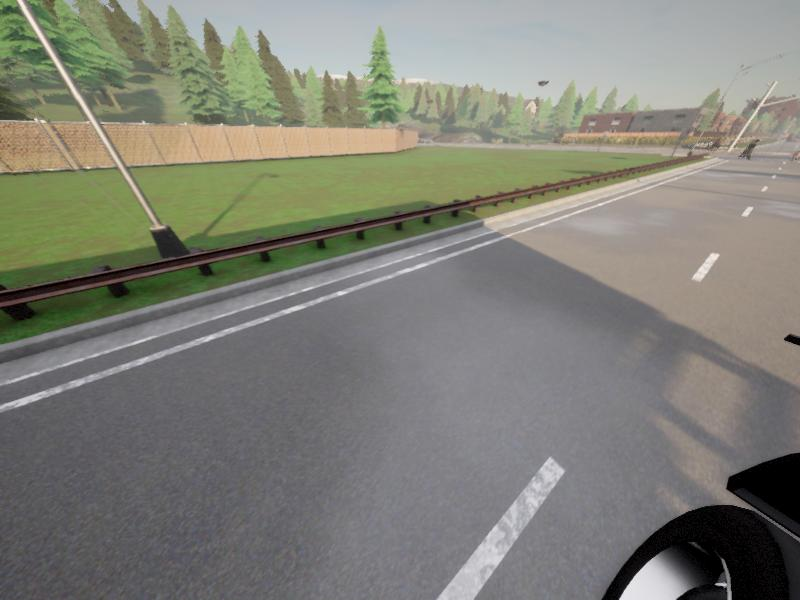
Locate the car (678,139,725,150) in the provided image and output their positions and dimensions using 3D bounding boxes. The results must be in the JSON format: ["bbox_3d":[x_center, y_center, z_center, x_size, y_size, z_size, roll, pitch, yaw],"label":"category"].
[{"bbox_3d":[55.888,-28.916,42.940,2.038,1.542,4.974,-22,40,-27],"label":"car"}]

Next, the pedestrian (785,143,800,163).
[{"bbox_3d":[38.463,-14.310,22.147,0.751,1.860,0.751,-25,42,-31],"label":"pedestrian"}]

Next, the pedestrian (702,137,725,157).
[{"bbox_3d":[35.473,-17.318,26.172,0.751,1.860,0.751,-28,44,-34],"label":"pedestrian"}]

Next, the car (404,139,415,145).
[{"bbox_3d":[3.505,-57.318,83.763,1.816,1.474,4.193,-23,41,-29],"label":"car"}]

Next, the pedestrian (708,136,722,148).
[{"bbox_3d":[60.408,-30.332,44.309,0.751,1.860,0.751,-22,41,-28],"label":"pedestrian"}]

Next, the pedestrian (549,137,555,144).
[{"bbox_3d":[46.745,-49.037,70.983,0.751,1.860,0.751,7,36,11],"label":"pedestrian"}]

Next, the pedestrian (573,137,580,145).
[{"bbox_3d":[48.833,-44.086,63.952,0.751,1.860,0.751,-16,38,-21],"label":"pedestrian"}]

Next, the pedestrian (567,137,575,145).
[{"bbox_3d":[47.994,-44.711,64.844,0.751,1.860,0.751,-12,37,-15],"label":"pedestrian"}]

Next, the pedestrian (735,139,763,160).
[{"bbox_3d":[37.255,-16.083,24.669,0.751,1.860,0.751,-19,39,-25],"label":"pedestrian"}]

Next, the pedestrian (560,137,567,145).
[{"bbox_3d":[46.807,-45.628,66.155,0.751,1.860,0.751,-20,40,-26],"label":"pedestrian"}]

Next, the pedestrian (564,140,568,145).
[{"bbox_3d":[47.324,-44.992,65.908,0.500,1.100,0.500,-23,41,-29],"label":"pedestrian"}]

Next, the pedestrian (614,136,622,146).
[{"bbox_3d":[54.354,-39.617,57.571,0.751,1.860,0.751,-22,41,-28],"label":"pedestrian"}]

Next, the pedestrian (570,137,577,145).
[{"bbox_3d":[48.377,-44.433,64.448,0.751,1.860,0.751,-21,40,-26],"label":"pedestrian"}]

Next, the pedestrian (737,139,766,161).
[{"bbox_3d":[36.243,-15.479,23.825,0.751,1.860,0.751,-20,40,-25],"label":"pedestrian"}]
